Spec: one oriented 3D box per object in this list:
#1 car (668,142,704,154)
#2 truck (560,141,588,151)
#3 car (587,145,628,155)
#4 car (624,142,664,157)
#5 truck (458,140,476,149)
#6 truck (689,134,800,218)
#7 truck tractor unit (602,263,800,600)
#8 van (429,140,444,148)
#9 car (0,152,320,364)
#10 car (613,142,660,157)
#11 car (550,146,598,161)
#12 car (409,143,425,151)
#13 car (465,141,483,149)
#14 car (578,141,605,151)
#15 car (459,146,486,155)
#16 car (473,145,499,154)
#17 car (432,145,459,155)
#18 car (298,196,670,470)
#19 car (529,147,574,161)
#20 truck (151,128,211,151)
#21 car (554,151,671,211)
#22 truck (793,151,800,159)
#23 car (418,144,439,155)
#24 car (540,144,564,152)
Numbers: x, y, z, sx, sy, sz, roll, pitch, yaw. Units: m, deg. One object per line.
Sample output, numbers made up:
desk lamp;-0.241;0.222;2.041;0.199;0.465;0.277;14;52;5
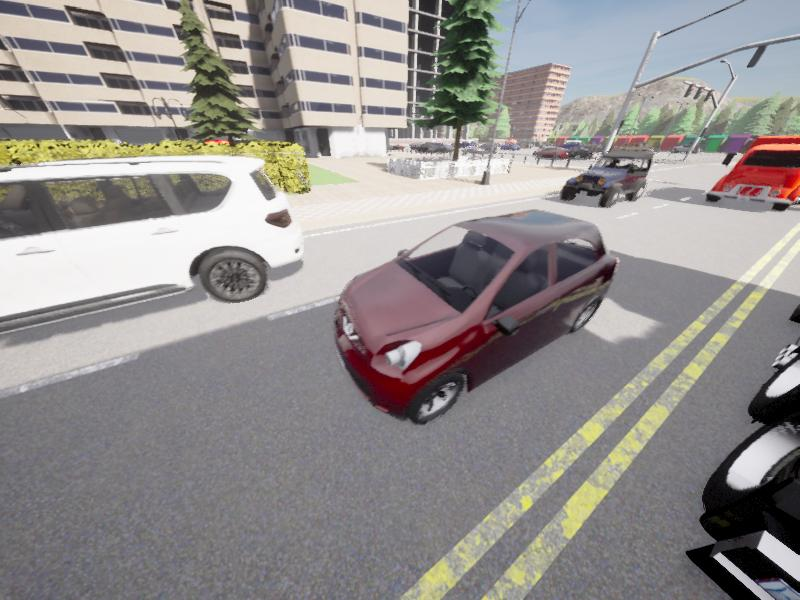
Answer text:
car;57.639;-30.728;46.686;1.905;1.878;3.866;-18;39;-24
truck;41.785;-37.163;55.635;2.069;2.038;4.478;-18;39;-24
car;39.791;-28.952;44.402;2.033;1.415;5.357;-18;39;-24
car;40.653;-25.177;38.578;1.905;1.878;3.866;-18;39;-24
truck;18.669;-43.782;64.963;2.069;2.038;4.478;-18;39;-24
truck;15.646;-5.332;9.634;5.204;2.467;2.627;-18;39;-25
truck tractor unit;5.106;-0.307;0.779;6.516;4.208;3.053;-18;39;-24
van;12.175;-51.690;76.476;4.480;2.038;2.069;-18;39;-25
car;-4.477;-0.909;3.476;5.566;2.045;2.150;-18;39;-24
car;38.118;-24.390;37.423;1.932;1.855;4.605;-18;39;-24
car;24.879;-21.212;33.323;1.882;1.535;5.008;-18;39;-24
car;4.121;-37.683;56.904;1.812;1.442;4.674;-18;39;-24
car;21.143;-44.556;66.259;1.932;1.855;4.605;-18;39;-24
car;48.877;-39.430;59.114;1.932;1.855;4.605;-18;39;-24
car;13.555;-28.314;43.648;1.895;1.301;4.718;-18;39;-24
car;16.644;-29.307;44.971;1.812;1.442;4.674;-18;39;-24
car;8.691;-29.174;44.759;2.033;1.411;5.357;-18;39;-24
car;0.975;-0.166;2.908;3.633;1.501;1.845;-18;39;-24
car;21.282;-20.760;32.695;2.163;1.488;4.792;-18;39;-24
truck;-47.381;-35.015;50.473;8.468;3.827;2.891;-18;39;-24
car;9.061;-5.260;9.970;3.866;1.878;1.905;-18;39;-24
truck;66.765;-24.004;36.845;5.204;2.467;2.627;-17;38;-23
car;5.276;-28.651;43.796;1.851;1.617;3.988;-18;39;-24
car;34.279;-34.423;52.229;1.970;1.475;3.806;-18;39;-24
